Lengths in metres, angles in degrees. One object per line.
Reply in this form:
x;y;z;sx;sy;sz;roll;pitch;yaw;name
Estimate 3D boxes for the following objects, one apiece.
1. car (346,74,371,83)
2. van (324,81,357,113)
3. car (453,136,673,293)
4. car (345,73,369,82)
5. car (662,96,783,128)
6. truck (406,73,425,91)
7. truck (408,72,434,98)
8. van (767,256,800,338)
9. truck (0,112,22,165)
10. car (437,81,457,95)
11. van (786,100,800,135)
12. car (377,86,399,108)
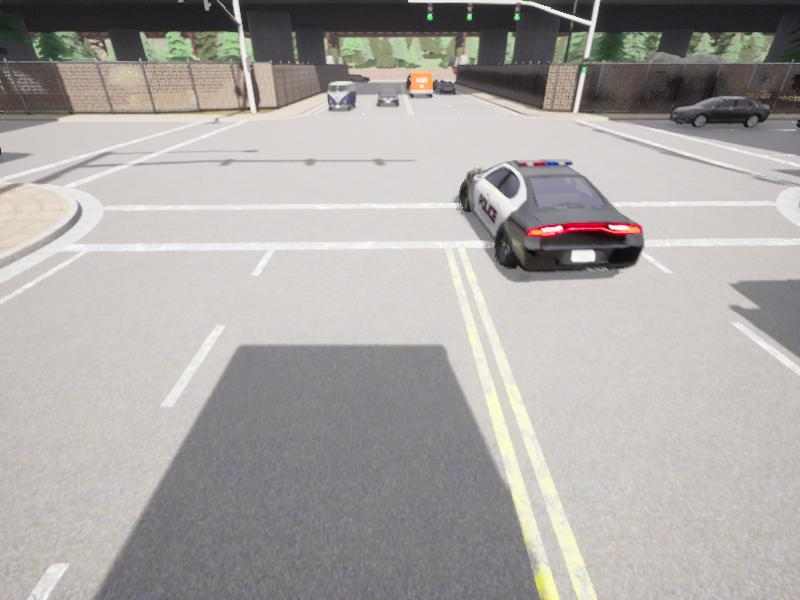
-8.620;-46.133;83.250;4.856;1.649;2.033;0;30;0;car
-4.584;-16.126;31.608;1.775;1.987;4.442;1;30;2;van
2.587;-2.065;8.010;2.038;1.542;4.974;-2;30;-3;car
-9.198;-47.896;86.264;4.856;1.649;2.033;0;30;0;car
18.053;-10.651;22.617;4.892;1.490;1.837;0;30;1;car
2.221;-32.138;58.866;2.390;2.098;6.274;0;30;0;truck
2.365;-24.783;45.929;2.627;2.467;5.204;0;30;0;truck
6.360;0.779;2.263;2.351;2.431;6.366;0;30;0;van
-17.055;-5.462;13.154;6.274;2.098;2.390;0;30;0;truck
5.819;-26.760;50.378;1.994;1.385;4.181;0;30;0;car
23.044;-9.344;19.348;5.915;2.561;1.988;0;30;0;van
-1.034;-18.036;35.409;1.812;1.442;4.674;0;30;-1;car
